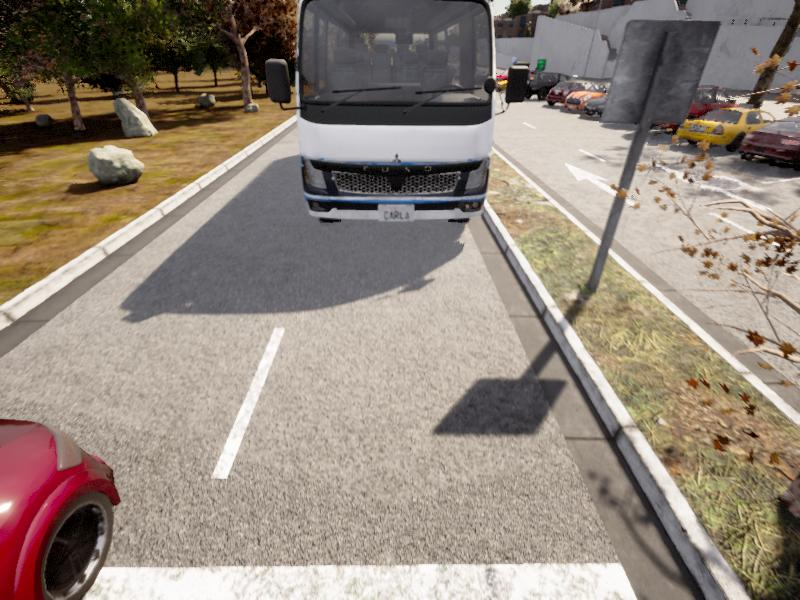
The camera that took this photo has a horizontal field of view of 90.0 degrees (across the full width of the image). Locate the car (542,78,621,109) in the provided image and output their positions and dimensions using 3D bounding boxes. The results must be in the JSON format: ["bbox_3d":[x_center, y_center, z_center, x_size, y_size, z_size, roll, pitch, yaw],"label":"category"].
[{"bbox_3d":[12.923,-14.799,28.607,4.553,1.767,2.185,-11,33,-19],"label":"car"}]

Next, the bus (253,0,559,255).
[{"bbox_3d":[-0.061,-5.271,10.286,3.944,4.253,10.273,0,31,-2],"label":"bus"}]

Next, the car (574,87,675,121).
[{"bbox_3d":[13.155,-11.578,23.553,4.892,1.521,2.231,-11,34,-19],"label":"car"}]

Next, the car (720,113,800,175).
[{"bbox_3d":[13.525,-5.301,13.326,4.674,1.452,2.002,-11,33,-19],"label":"car"}]

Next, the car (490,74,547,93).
[{"bbox_3d":[12.284,-22.413,41.451,5.366,1.575,1.946,-10,33,-19],"label":"car"}]

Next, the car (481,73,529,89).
[{"bbox_3d":[12.232,-25.498,46.663,4.792,1.488,2.163,-11,33,-19],"label":"car"}]

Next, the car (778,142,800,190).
[{"bbox_3d":[13.649,-3.991,10.618,5.566,2.045,2.435,-10,33,-19],"label":"car"}]

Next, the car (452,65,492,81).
[{"bbox_3d":[11.596,-36.583,64.537,5.566,2.045,2.435,-11,33,-19],"label":"car"}]

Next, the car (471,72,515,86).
[{"bbox_3d":[12.053,-28.612,51.808,5.008,1.535,2.097,-11,33,-19],"label":"car"}]

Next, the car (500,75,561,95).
[{"bbox_3d":[12.726,-20.935,39.010,5.366,1.575,1.946,-10,33,-19],"label":"car"}]

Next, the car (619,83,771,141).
[{"bbox_3d":[13.375,-8.681,18.311,5.566,2.045,2.435,-11,33,-19],"label":"car"}]

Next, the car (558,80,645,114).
[{"bbox_3d":[13.084,-13.249,26.059,4.553,1.767,2.185,-11,34,-19],"label":"car"}]

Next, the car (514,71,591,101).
[{"bbox_3d":[12.782,-18.025,33.697,5.566,2.045,2.435,-11,33,-19],"label":"car"}]

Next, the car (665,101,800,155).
[{"bbox_3d":[13.611,-6.933,15.929,5.366,1.575,1.946,-11,33,-19],"label":"car"}]

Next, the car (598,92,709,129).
[{"bbox_3d":[13.271,-10.003,21.020,4.792,1.488,2.163,-11,33,-19],"label":"car"}]

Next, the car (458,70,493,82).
[{"bbox_3d":[11.689,-34.788,62.120,4.792,1.488,2.163,-11,33,-19],"label":"car"}]

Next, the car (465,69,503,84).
[{"bbox_3d":[11.895,-31.813,56.896,4.553,1.767,2.185,-11,33,-19],"label":"car"}]

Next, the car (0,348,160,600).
[{"bbox_3d":[-2.863,1.990,1.074,1.994,1.385,4.181,-1,31,-2],"label":"car"}]

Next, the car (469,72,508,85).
[{"bbox_3d":[11.963,-30.121,54.401,4.674,1.452,2.002,-11,33,-19],"label":"car"}]

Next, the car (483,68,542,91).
[{"bbox_3d":[12.339,-24.195,43.945,5.566,2.045,2.435,-11,33,-19],"label":"car"}]
